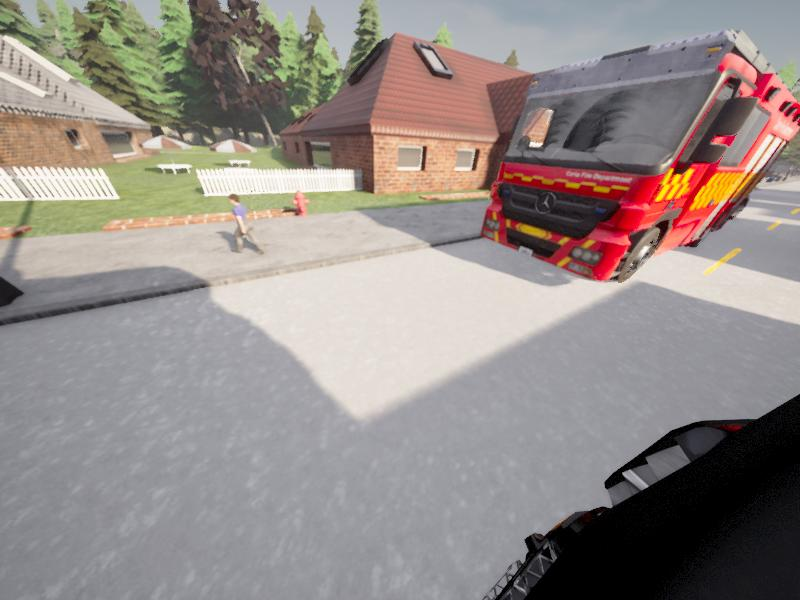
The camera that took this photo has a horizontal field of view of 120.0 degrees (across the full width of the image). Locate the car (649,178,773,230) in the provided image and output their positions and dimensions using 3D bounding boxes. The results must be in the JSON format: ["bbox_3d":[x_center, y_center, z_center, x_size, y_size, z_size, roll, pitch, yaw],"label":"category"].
[{"bbox_3d":[14.188,-4.541,10.557,4.902,1.511,2.128,-16,38,-26],"label":"car"}]

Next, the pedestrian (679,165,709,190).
[{"bbox_3d":[25.448,-10.599,20.025,0.751,1.860,0.751,-17,38,-27],"label":"pedestrian"}]

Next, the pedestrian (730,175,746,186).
[{"bbox_3d":[38.696,-13.719,26.462,0.500,1.100,0.500,-15,38,-25],"label":"pedestrian"}]

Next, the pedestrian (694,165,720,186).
[{"bbox_3d":[32.509,-13.198,24.500,0.751,1.860,0.751,-16,38,-26],"label":"pedestrian"}]

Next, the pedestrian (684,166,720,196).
[{"bbox_3d":[22.352,-8.832,17.119,0.751,1.860,0.751,-19,40,-30],"label":"pedestrian"}]

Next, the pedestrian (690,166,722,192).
[{"bbox_3d":[25.980,-10.317,19.642,0.751,1.860,0.751,-19,40,-30],"label":"pedestrian"}]

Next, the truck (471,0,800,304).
[{"bbox_3d":[6.378,-3.277,5.942,8.468,3.827,2.891,-16,38,-26],"label":"truck"}]

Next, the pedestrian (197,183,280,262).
[{"bbox_3d":[-3.145,-1.567,4.664,0.751,1.300,0.751,7,34,6],"label":"pedestrian"}]

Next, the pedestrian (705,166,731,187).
[{"bbox_3d":[32.758,-12.743,23.834,0.751,1.860,0.751,-20,40,-30],"label":"pedestrian"}]
